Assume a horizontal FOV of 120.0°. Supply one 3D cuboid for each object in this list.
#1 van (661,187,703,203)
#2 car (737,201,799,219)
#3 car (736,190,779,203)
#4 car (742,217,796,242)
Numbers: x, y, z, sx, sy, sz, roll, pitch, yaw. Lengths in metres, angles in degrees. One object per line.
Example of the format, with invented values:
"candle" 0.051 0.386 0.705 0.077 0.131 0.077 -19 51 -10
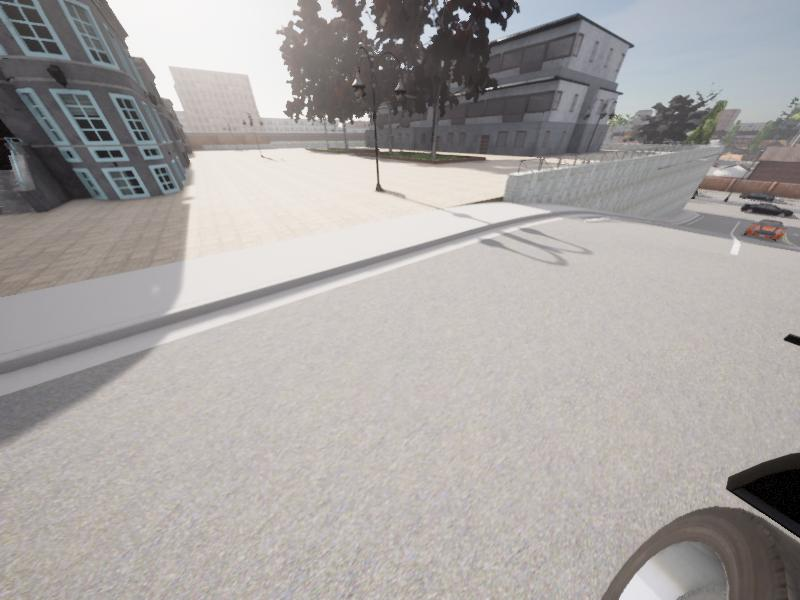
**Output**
"van" 54.283 -20.372 44.592 1.775 1.987 4.442 -22 41 -28
"car" 57.379 -14.158 36.126 1.882 1.535 5.008 -22 41 -28
"car" 68.624 -19.945 44.389 1.994 1.385 4.181 -22 41 -28
"car" 36.627 -7.109 23.096 4.553 1.767 2.097 -15 37 -33
